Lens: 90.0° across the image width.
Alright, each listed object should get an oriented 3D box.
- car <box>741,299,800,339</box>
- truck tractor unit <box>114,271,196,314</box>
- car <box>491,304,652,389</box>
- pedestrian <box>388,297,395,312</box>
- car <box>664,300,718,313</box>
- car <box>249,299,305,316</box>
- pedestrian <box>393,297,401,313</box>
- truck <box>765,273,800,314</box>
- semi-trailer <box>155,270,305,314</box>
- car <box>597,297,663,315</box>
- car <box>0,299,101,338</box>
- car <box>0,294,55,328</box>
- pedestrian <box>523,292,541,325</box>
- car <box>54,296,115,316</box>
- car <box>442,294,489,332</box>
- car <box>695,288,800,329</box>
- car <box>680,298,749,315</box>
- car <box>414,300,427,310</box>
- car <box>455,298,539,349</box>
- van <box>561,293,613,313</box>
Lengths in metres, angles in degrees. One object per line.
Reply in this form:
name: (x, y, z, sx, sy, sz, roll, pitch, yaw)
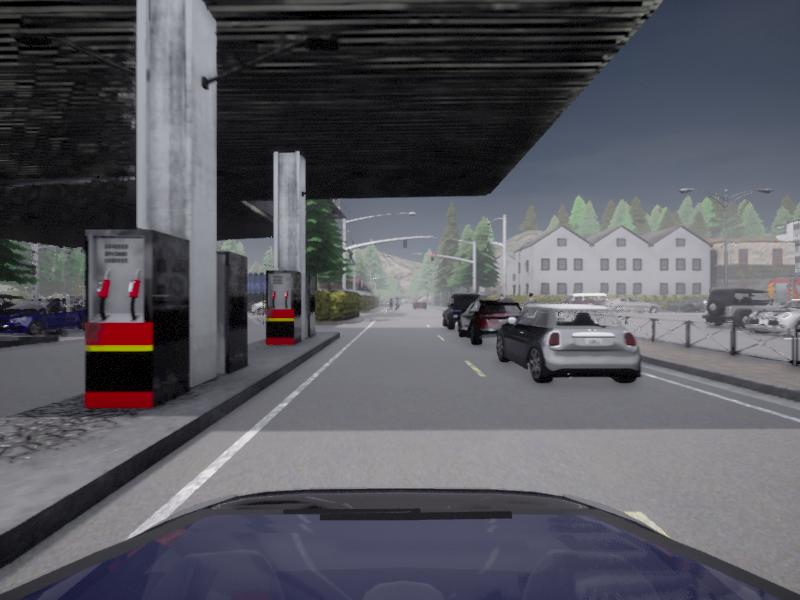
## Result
car: (16.138, 0.682, 15.743, 3.806, 1.475, 1.970, 0, 0, -1)
truck tractor unit: (-25.244, -0.770, 41.462, 6.516, 4.208, 3.053, 0, 0, 0)
car: (3.475, 0.840, 8.975, 1.970, 1.475, 3.806, 0, 0, 0)
pedestrian: (-1.043, 0.571, 48.583, 0.751, 1.860, 0.751, 0, 0, -3)
car: (30.366, 0.657, 41.797, 4.181, 1.385, 1.994, 0, 0, 0)
car: (-11.635, 0.661, 38.006, 4.674, 1.442, 1.812, -1, 1, -1)
pedestrian: (-0.307, 0.555, 46.980, 0.751, 1.860, 0.751, 0, 0, 14)
truck: (40.576, -0.569, 38.337, 8.468, 3.827, 2.891, 0, 0, 0)
semi-trailer: (-17.329, -0.850, 41.428, 14.254, 4.402, 2.717, 0, 2, 0)
car: (21.860, 0.536, 38.195, 5.027, 1.651, 2.152, 0, 0, -1)
car: (-17.284, 0.797, 19.322, 2.242, 1.667, 4.611, 0, 0, -1)
car: (-22.983, 0.624, 23.609, 1.905, 1.878, 3.866, 0, 0, -1)
pedestrian: (7.534, 0.453, 22.822, 0.751, 1.860, 0.751, 0, 0, 0)
car: (-30.164, 0.562, 38.235, 4.611, 1.667, 2.242, -2, 0, 15)
car: (3.438, 0.616, 21.751, 1.905, 1.878, 3.866, 0, 0, 0)
car: (16.720, 0.394, 19.073, 3.866, 1.878, 1.905, 0, 0, -1)
car: (30.046, 0.579, 38.280, 4.974, 1.542, 2.038, 0, 0, 0)
car: (3.314, 0.734, 65.374, 1.882, 1.535, 5.008, 0, 0, 0)
car: (3.456, 0.756, 15.298, 2.033, 1.649, 4.856, 0, 0, 0)
van: (19.427, 0.323, 41.765, 4.480, 2.038, 2.069, 0, 0, -5)
